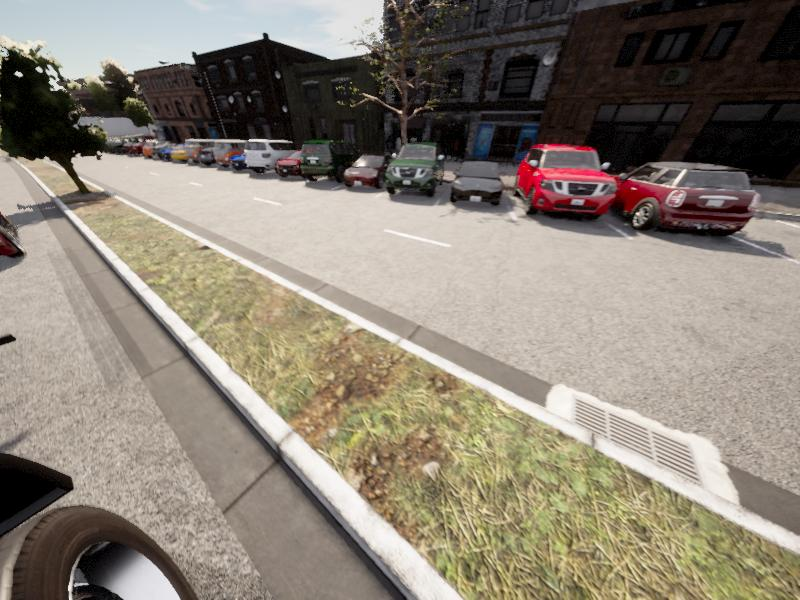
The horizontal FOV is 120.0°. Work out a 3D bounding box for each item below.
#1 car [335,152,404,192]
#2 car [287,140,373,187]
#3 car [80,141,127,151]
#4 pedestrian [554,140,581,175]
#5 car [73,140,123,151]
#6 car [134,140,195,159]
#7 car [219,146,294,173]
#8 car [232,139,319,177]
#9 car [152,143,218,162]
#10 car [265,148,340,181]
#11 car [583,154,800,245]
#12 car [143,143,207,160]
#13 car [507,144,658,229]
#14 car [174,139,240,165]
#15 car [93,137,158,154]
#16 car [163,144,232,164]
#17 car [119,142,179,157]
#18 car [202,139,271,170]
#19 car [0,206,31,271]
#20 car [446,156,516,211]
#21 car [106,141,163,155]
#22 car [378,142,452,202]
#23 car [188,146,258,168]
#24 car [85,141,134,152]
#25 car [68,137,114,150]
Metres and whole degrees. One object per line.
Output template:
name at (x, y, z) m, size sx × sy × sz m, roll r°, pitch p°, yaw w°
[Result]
car at (-1.454, -7.441, 13.146) m, size 2.163 × 1.488 × 4.792 m, roll 9°, pitch 35°, yaw 12°
car at (-3.906, -8.708, 14.437) m, size 2.435 × 2.045 × 5.566 m, roll 9°, pitch 35°, yaw 12°
car at (-51.610, -26.938, 40.377) m, size 2.002 × 1.452 × 4.674 m, roll 6°, pitch 35°, yaw 9°
pedestrian at (10.959, -9.312, 15.132) m, size 0.751 × 1.860 × 0.751 m, roll 21°, pitch 40°, yaw 24°
car at (-54.198, -27.874, 41.616) m, size 2.231 × 1.521 × 4.892 m, roll 7°, pitch 35°, yaw 8°
car at (-28.664, -18.568, 28.426) m, size 2.185 × 1.767 × 4.553 m, roll 8°, pitch 35°, yaw 11°
car at (-11.293, -11.496, 18.764) m, size 2.097 × 1.535 × 5.008 m, roll 9°, pitch 35°, yaw 12°
car at (-8.827, -10.714, 17.240) m, size 2.435 × 2.045 × 5.566 m, roll 9°, pitch 35°, yaw 12°
car at (-23.651, -16.504, 25.761) m, size 2.097 × 1.535 × 5.008 m, roll 9°, pitch 35°, yaw 11°
car at (-6.369, -9.490, 15.960) m, size 2.097 × 1.535 × 5.008 m, roll 9°, pitch 35°, yaw 12°
car at (8.383, -3.549, 7.441) m, size 2.185 × 1.767 × 4.553 m, roll 9°, pitch 35°, yaw 12°
car at (-26.157, -17.484, 27.131) m, size 2.231 × 1.521 × 4.892 m, roll 8°, pitch 35°, yaw 11°
car at (5.938, -4.660, 8.776) m, size 2.435 × 2.045 × 5.566 m, roll 9°, pitch 35°, yaw 12°
car at (-18.723, -14.626, 22.746) m, size 1.878 × 1.987 × 4.442 m, roll 9°, pitch 35°, yaw 11°
car at (-41.305, -23.475, 35.053) m, size 2.435 × 2.045 × 5.566 m, roll 8°, pitch 35°, yaw 9°
car at (-21.135, -15.609, 24.513) m, size 1.946 × 1.575 × 5.366 m, roll 9°, pitch 35°, yaw 12°
car at (-33.691, -20.424, 31.231) m, size 2.097 × 1.535 × 5.008 m, roll 8°, pitch 35°, yaw 10°
car at (-13.782, -12.620, 19.943) m, size 1.878 × 1.987 × 4.442 m, roll 9°, pitch 35°, yaw 12°
car at (-10.191, -1.566, 4.861) m, size 4.181 × 1.385 × 1.994 m, roll 22°, pitch 41°, yaw 28°
car at (3.470, -5.434, 10.341) m, size 2.163 × 1.488 × 4.792 m, roll 9°, pitch 35°, yaw 12°
car at (-38.752, -22.343, 33.907) m, size 2.097 × 1.535 × 5.008 m, roll 8°, pitch 35°, yaw 10°
car at (1.014, -6.669, 11.585) m, size 2.435 × 2.045 × 5.566 m, roll 9°, pitch 35°, yaw 12°
car at (-16.223, -13.494, 21.609) m, size 2.163 × 1.488 × 4.792 m, roll 9°, pitch 35°, yaw 12°
car at (-49.015, -26.031, 39.115) m, size 2.002 × 1.452 × 4.674 m, roll 7°, pitch 35°, yaw 8°
car at (-56.823, -28.883, 42.628) m, size 1.878 × 1.987 × 4.442 m, roll 6°, pitch 35°, yaw 8°
